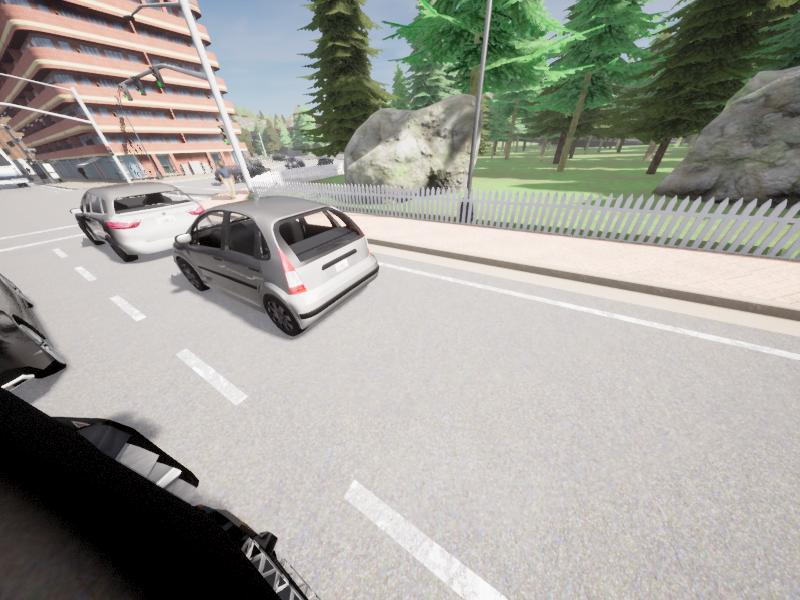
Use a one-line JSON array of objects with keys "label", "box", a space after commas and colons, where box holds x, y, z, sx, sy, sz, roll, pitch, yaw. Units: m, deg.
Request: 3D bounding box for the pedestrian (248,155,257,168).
[{"label": "pedestrian", "box": [-25.418, -23.957, 39.893, 0.751, 1.860, 0.751, -20, 37, -24]}]

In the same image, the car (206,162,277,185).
[{"label": "car", "box": [-14.633, -12.032, 21.840, 2.033, 1.411, 5.357, 9, 35, 17]}]

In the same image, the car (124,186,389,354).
[{"label": "car", "box": [-2.422, -0.930, 4.083, 3.988, 1.617, 1.851, 16, 38, 27]}]

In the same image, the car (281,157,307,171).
[{"label": "car", "box": [-15.499, -20.141, 34.043, 1.970, 1.475, 3.806, -2, 34, 1]}]

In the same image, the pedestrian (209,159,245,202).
[{"label": "pedestrian", "box": [-8.835, -6.108, 11.828, 0.751, 1.860, 0.751, -28, 41, -33]}]

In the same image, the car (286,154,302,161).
[{"label": "car", "box": [-31.165, -41.939, 68.076, 4.193, 1.474, 1.816, 17, 38, 27]}]

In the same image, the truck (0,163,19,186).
[{"label": "truck", "box": [-60.299, -18.907, 33.627, 8.468, 3.827, 2.891, 16, 38, 27]}]

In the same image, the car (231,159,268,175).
[{"label": "car", "box": [-19.422, -17.282, 29.973, 1.789, 1.549, 3.705, 3, 34, 8]}]

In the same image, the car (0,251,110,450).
[{"label": "car", "box": [-6.014, 0.306, 2.586, 4.902, 1.511, 2.128, 16, 38, 27]}]

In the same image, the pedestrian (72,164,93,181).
[{"label": "pedestrian", "box": [-42.694, -17.145, 31.073, 0.751, 1.860, 0.751, 17, 38, 27]}]

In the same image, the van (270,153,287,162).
[{"label": "van", "box": [-34.935, -41.014, 66.519, 4.442, 1.987, 1.775, 17, 38, 27]}]

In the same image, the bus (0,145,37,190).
[{"label": "bus", "box": [-49.466, -15.803, 27.736, 10.273, 4.253, 3.944, 16, 38, 27]}]

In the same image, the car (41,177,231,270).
[{"label": "car", "box": [-7.775, -2.549, 6.878, 4.611, 1.667, 2.242, 17, 38, 27]}]
